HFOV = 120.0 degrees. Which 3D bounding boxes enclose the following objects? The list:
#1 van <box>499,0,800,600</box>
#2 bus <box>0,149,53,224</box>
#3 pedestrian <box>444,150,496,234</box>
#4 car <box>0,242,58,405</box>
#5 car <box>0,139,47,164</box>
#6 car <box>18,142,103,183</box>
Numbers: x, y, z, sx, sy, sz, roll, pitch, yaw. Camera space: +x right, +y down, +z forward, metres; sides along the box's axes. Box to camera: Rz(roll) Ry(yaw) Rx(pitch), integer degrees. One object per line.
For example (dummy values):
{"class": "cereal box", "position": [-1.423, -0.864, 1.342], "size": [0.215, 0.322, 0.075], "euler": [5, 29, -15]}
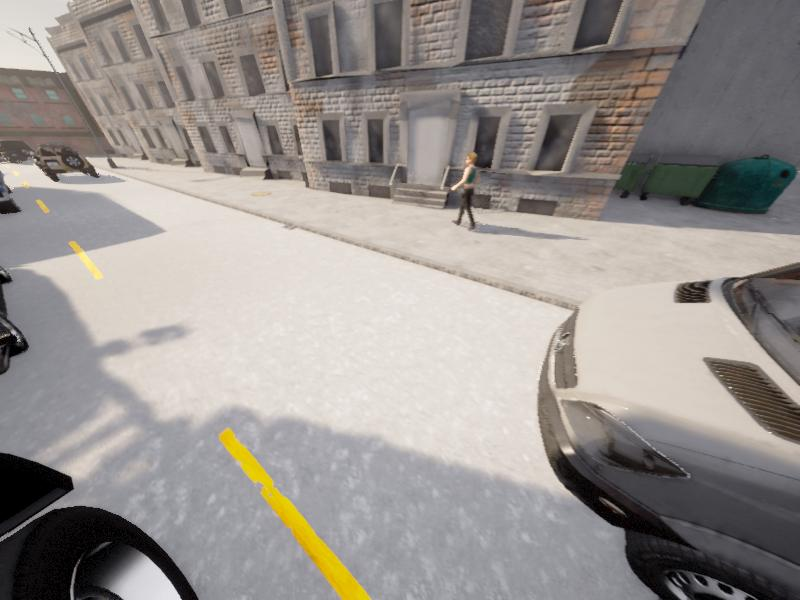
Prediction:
{"class": "van", "position": [3.778, 0.960, 0.377], "size": [5.915, 2.561, 1.988], "euler": [22, 40, 27]}
{"class": "bus", "position": [-17.138, -5.378, 7.701], "size": [10.273, 4.253, 3.944], "euler": [22, 41, 28]}
{"class": "pedestrian", "position": [1.808, -2.847, 6.126], "size": [0.751, 1.860, 0.751], "euler": [26, 43, 32]}
{"class": "car", "position": [-6.667, -0.067, 2.738], "size": [5.357, 1.411, 2.033], "euler": [21, 40, 27]}
{"class": "car", "position": [-37.207, -14.153, 22.027], "size": [3.866, 1.878, 1.905], "euler": [8, 35, 10]}
{"class": "car", "position": [-21.173, -8.694, 14.427], "size": [4.605, 1.855, 1.932], "euler": [22, 40, 27]}
